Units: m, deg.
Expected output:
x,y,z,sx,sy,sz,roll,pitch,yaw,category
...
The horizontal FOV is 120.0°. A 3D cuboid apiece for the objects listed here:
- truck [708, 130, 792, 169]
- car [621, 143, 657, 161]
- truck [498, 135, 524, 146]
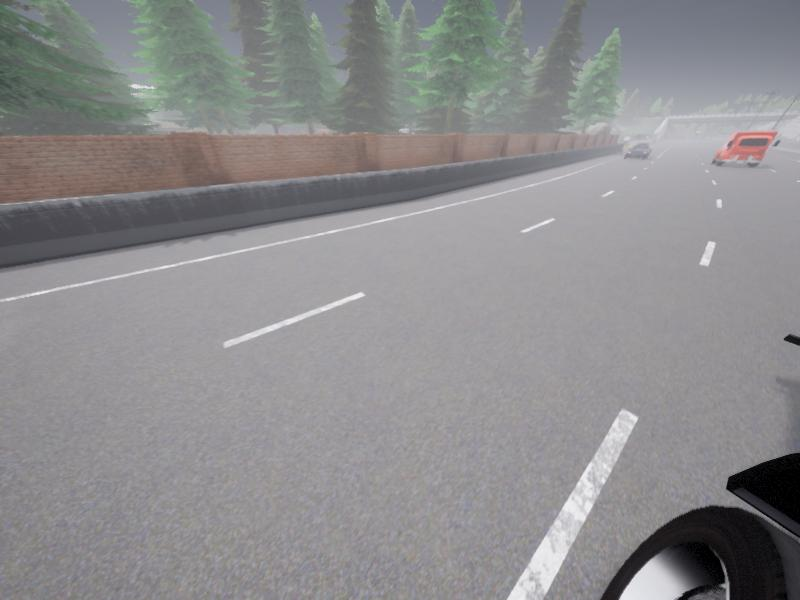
x,y,z,sx,sy,sz,roll,pitch,yaw,category
29.194,-12.807,19.625,2.627,2.467,5.204,30,45,36,truck
27.956,-17.392,26.983,4.974,1.542,2.038,-30,45,-35,car
29.495,-42.408,61.452,2.627,2.467,5.204,-29,44,-34,truck
